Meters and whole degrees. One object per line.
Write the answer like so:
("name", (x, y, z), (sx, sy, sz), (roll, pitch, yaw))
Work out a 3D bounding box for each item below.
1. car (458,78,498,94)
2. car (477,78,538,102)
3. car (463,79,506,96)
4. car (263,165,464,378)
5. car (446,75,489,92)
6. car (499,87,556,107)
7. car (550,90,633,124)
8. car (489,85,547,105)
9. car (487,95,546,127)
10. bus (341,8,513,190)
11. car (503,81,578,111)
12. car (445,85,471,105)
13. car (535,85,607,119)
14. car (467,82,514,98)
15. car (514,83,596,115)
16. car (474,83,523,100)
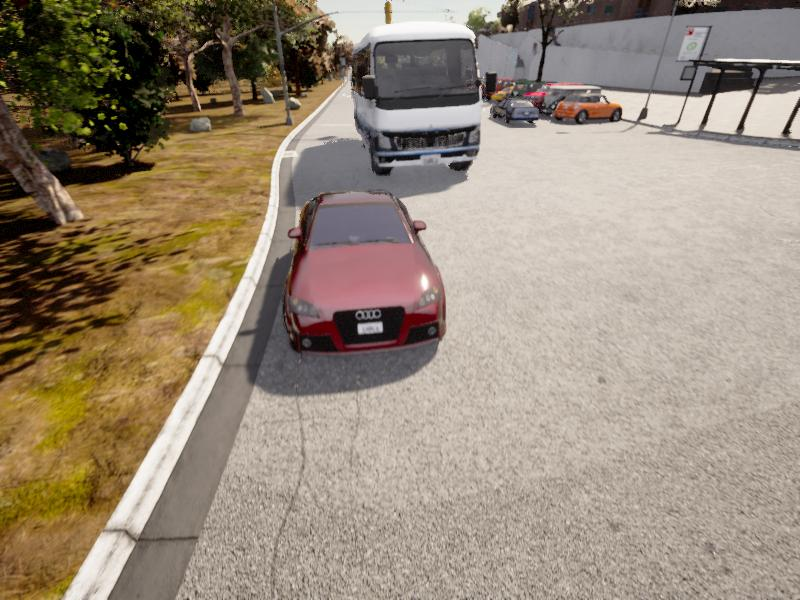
("car", (10.164, -27.975, 52.307), (4.553, 1.767, 2.185), (-13, 33, -22))
("car", (11.252, -22.043, 41.950), (5.566, 2.045, 2.435), (-13, 33, -22))
("car", (10.483, -26.473, 49.745), (4.553, 1.767, 2.185), (-13, 33, -22))
("car", (-0.636, -0.848, 6.092), (1.994, 1.385, 4.181), (-5, 31, -7))
("car", (9.701, -31.112, 57.434), (5.566, 2.045, 2.435), (-13, 32, -22))
("car", (11.725, -18.752, 36.926), (4.674, 1.452, 2.002), (-13, 33, -22))
("car", (12.629, -12.804, 26.487), (4.553, 1.767, 2.185), (-12, 33, -21))
("car", (11.648, -20.344, 39.554), (5.366, 1.575, 1.946), (-13, 33, -22))
("car", (7.557, -12.641, 26.602), (2.033, 1.411, 5.357), (-2, 30, -3))
("bus", (0.156, -7.788, 15.339), (3.944, 4.253, 10.273), (-7, 30, -7))
("car", (12.005, -17.490, 34.207), (5.566, 2.045, 2.435), (-13, 33, -21))
("car", (5.688, -20.552, 39.974), (2.163, 1.488, 4.792), (2, 31, 3))
("car", (12.345, -14.394, 28.991), (4.442, 1.987, 1.878), (-12, 33, -21))
("car", (10.717, -24.846, 47.220), (4.892, 1.521, 2.231), (-13, 33, -22))
("car", (12.196, -15.954, 31.594), (5.566, 2.045, 2.435), (-12, 33, -21))
("car", (10.991, -23.317, 44.672), (4.792, 1.488, 2.163), (-13, 33, -22))
